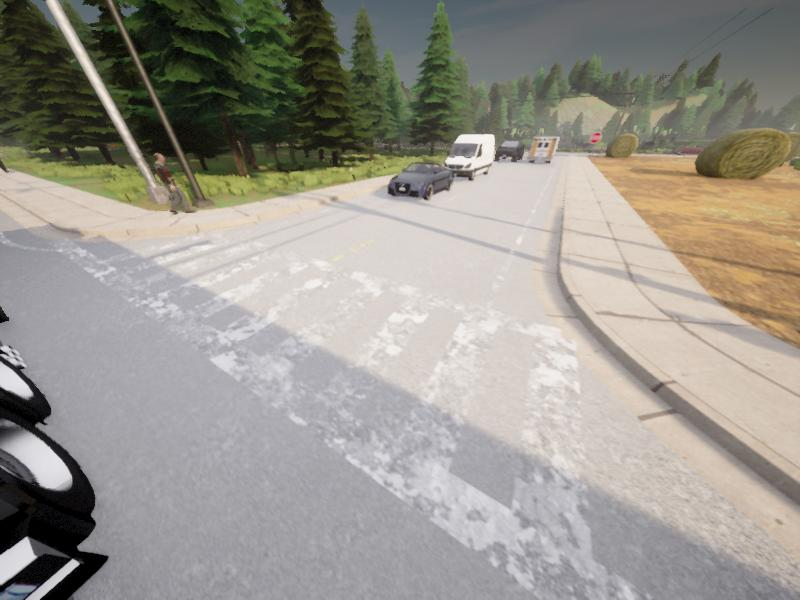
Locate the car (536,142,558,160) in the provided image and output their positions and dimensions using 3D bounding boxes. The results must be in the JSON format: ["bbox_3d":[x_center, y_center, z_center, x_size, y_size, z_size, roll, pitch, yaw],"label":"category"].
[{"bbox_3d":[20.061,-20.390,31.488,1.905,1.878,3.866,19,39,25],"label":"car"}]

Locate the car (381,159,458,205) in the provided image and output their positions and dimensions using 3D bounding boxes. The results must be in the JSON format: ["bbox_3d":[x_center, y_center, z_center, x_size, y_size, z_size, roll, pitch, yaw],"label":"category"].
[{"bbox_3d":[1.114,-5.980,11.400,1.994,1.385,4.181,19,39,25],"label":"car"}]

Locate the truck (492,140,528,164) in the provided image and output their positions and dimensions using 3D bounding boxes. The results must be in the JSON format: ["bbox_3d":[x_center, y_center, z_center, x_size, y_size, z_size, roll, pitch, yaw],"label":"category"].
[{"bbox_3d":[13.124,-17.674,27.455,2.390,2.098,6.274,19,39,26],"label":"truck"}]

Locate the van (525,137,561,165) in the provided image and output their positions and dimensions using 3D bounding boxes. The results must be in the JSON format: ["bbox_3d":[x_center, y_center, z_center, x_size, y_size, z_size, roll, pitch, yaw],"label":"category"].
[{"bbox_3d":[16.356,-17.073,26.287,2.351,2.431,6.366,19,39,25],"label":"van"}]

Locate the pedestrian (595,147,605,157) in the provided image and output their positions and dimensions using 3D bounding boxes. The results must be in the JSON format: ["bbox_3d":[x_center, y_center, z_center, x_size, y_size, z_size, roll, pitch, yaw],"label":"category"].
[{"bbox_3d":[26.671,-19.694,30.822,0.500,1.100,0.500,1,35,1],"label":"pedestrian"}]

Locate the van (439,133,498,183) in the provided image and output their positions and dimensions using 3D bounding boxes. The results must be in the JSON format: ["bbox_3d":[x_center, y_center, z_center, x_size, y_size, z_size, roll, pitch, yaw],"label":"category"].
[{"bbox_3d":[4.966,-10.140,16.320,1.988,2.561,5.915,19,39,25],"label":"van"}]

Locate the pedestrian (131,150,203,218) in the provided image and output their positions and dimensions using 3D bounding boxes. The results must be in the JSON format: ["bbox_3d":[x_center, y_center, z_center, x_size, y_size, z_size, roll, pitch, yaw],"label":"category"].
[{"bbox_3d":[-7.434,-3.758,7.514,0.751,1.860,0.751,-11,36,-16],"label":"pedestrian"}]

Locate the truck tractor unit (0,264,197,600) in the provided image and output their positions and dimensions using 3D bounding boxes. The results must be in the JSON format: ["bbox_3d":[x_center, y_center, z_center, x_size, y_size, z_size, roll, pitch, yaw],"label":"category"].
[{"bbox_3d":[-5.110,-0.302,0.777,6.516,4.208,3.053,18,39,24],"label":"truck tractor unit"}]

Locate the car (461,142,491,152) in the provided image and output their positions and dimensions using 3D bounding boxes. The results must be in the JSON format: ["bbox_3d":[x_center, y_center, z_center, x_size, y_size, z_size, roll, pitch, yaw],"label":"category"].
[{"bbox_3d":[15.621,-31.509,47.614,5.238,1.638,1.930,21,40,27],"label":"car"}]

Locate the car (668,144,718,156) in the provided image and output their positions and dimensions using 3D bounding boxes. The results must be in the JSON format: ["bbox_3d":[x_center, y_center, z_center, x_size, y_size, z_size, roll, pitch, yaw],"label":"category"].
[{"bbox_3d":[44.465,-22.883,35.218,4.193,1.474,1.816,21,40,27],"label":"car"}]

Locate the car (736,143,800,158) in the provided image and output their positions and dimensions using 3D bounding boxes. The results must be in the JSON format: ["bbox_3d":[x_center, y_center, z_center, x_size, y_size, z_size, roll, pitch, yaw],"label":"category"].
[{"bbox_3d":[50.863,-20.509,31.642,4.856,1.649,2.033,21,40,27],"label":"car"}]
